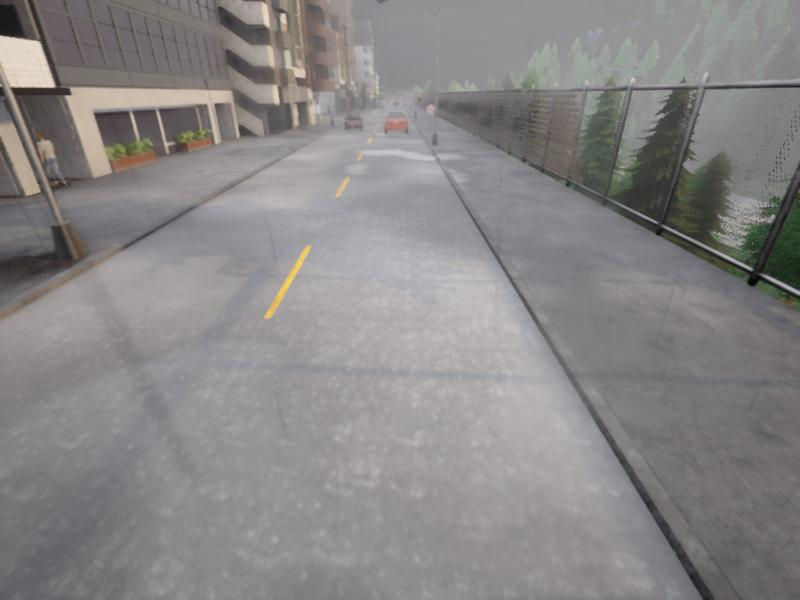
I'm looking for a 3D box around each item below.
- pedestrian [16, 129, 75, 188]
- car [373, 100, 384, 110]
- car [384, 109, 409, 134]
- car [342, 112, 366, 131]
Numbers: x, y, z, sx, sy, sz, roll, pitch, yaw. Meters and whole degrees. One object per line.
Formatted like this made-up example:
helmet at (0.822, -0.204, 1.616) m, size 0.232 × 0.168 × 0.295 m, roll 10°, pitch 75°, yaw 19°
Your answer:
pedestrian at (-12.562, -5.042, 14.241) m, size 0.751 × 1.860 × 0.751 m, roll 6°, pitch 28°, yaw 12°
car at (-4.824, -44.206, 90.642) m, size 2.097 × 1.767 × 4.553 m, roll 0°, pitch 27°, yaw 0°
car at (-0.338, -15.976, 35.732) m, size 2.097 × 1.767 × 4.553 m, roll 0°, pitch 27°, yaw 0°
car at (-4.355, -17.040, 38.100) m, size 1.845 × 1.501 × 3.633 m, roll 0°, pitch 27°, yaw 0°
